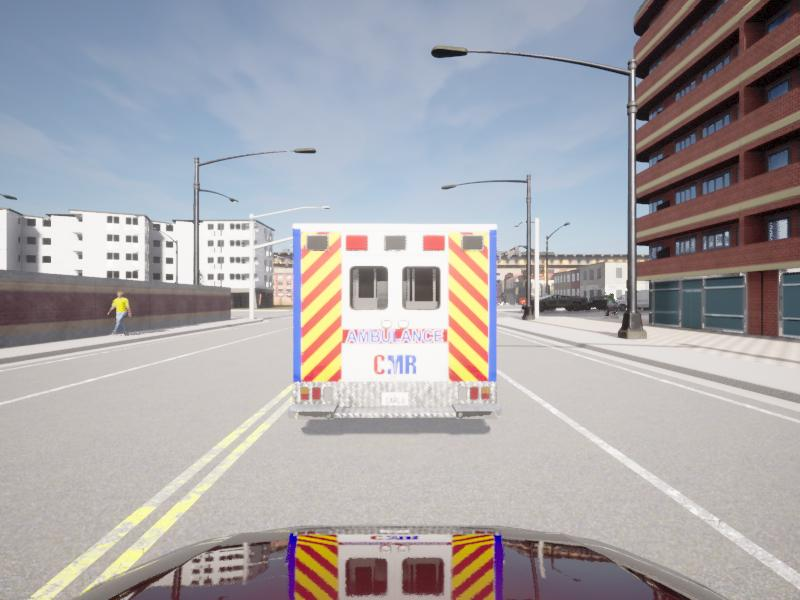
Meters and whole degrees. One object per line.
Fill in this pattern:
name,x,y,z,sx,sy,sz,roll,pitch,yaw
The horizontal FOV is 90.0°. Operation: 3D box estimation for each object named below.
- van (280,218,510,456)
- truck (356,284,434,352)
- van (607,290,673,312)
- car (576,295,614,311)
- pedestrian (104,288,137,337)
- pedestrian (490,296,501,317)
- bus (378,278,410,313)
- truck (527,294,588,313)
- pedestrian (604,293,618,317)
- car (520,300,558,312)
van,-0.088,0.378,7.271,2.351,2.431,6.366,0,0,-1
truck,-0.191,0.542,15.509,2.390,2.098,6.274,0,0,-1
van,28.362,0.074,47.475,6.366,2.431,2.351,-1,0,0
car,24.797,0.402,51.002,3.866,1.878,1.905,-1,0,0
pedestrian,-10.883,0.487,15.591,0.751,1.860,0.751,0,0,-1
pedestrian,8.626,0.584,36.177,0.751,1.860,0.751,0,0,-2
bus,-0.776,-0.554,53.676,3.944,4.253,10.273,0,0,-1
truck,18.633,0.385,47.550,6.274,2.098,2.390,-1,0,0
pedestrian,16.255,0.362,30.773,0.751,1.860,0.751,0,0,9
car,17.686,0.766,51.057,4.181,1.385,1.994,-1,0,0
